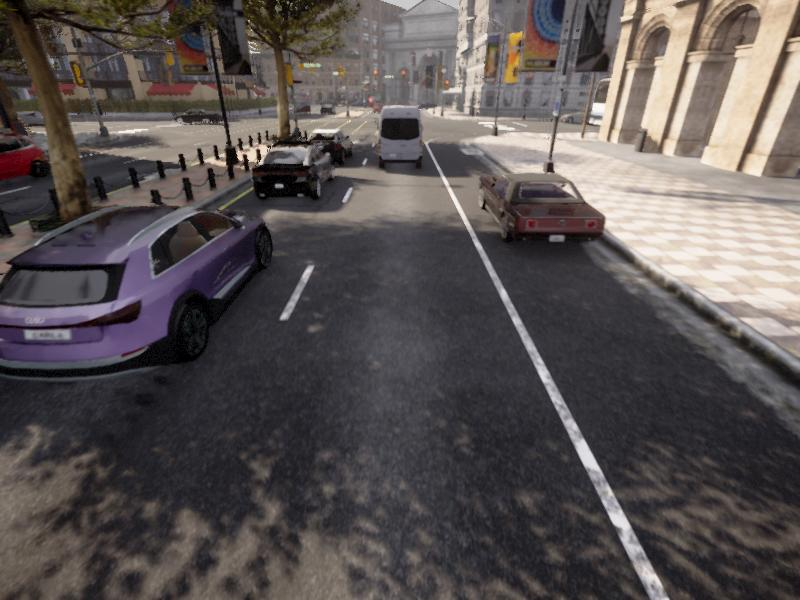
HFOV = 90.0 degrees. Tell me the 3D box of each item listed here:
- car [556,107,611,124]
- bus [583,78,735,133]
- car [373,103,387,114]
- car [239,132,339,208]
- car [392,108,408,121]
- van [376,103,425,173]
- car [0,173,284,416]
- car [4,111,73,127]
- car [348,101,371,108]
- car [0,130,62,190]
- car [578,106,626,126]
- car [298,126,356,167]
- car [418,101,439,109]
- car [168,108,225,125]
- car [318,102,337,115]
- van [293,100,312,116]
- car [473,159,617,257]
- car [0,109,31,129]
[{"bbox_3d":[21.073,-21.246,46.100,5.027,1.651,2.152,0,27,0],"label":"car"},{"bbox_3d":[23.055,-17.701,36.397,10.273,4.253,3.944,1,27,1],"label":"bus"},{"bbox_3d":[-3.482,-33.773,70.433,2.152,1.651,5.027,0,27,0],"label":"car"},{"bbox_3d":[-3.492,-4.657,13.783,1.930,1.638,5.238,0,27,0],"label":"car"},{"bbox_3d":[0.015,-23.445,50.531,1.895,1.301,4.718,0,27,0],"label":"car"},{"bbox_3d":[0.015,-7.981,19.266,1.988,2.561,5.915,0,27,0],"label":"van"},{"bbox_3d":[-3.494,-0.627,6.003,2.033,1.649,4.856,0,27,0],"label":"car"},{"bbox_3d":[-35.663,-17.942,39.586,4.718,1.301,1.895,0,27,0],"label":"car"},{"bbox_3d":[-9.559,-46.422,94.773,5.357,1.411,2.033,-23,35,-38],"label":"car"},{"bbox_3d":[-14.994,-4.840,14.008,2.242,1.667,4.611,0,27,0],"label":"car"},{"bbox_3d":[21.605,-19.761,42.938,3.866,1.878,1.905,0,27,-1],"label":"car"},{"bbox_3d":[-3.486,-7.717,19.881,1.970,1.475,3.806,1,27,2],"label":"car"},{"bbox_3d":[6.447,-43.870,89.991,4.181,1.385,1.994,-15,31,-27],"label":"car"},{"bbox_3d":[-21.503,-19.463,42.428,4.892,1.490,1.837,2,27,4],"label":"car"},{"bbox_3d":[-11.481,-30.508,63.721,1.930,1.638,5.238,0,27,0],"label":"car"},{"bbox_3d":[-14.982,-29.582,61.523,1.775,1.987,4.442,0,27,0],"label":"van"},{"bbox_3d":[3.255,-2.555,10.139,1.895,1.301,4.718,0,27,0],"label":"car"},{"bbox_3d":[-37.345,-16.463,36.401,5.366,1.575,1.801,0,27,0],"label":"car"}]
